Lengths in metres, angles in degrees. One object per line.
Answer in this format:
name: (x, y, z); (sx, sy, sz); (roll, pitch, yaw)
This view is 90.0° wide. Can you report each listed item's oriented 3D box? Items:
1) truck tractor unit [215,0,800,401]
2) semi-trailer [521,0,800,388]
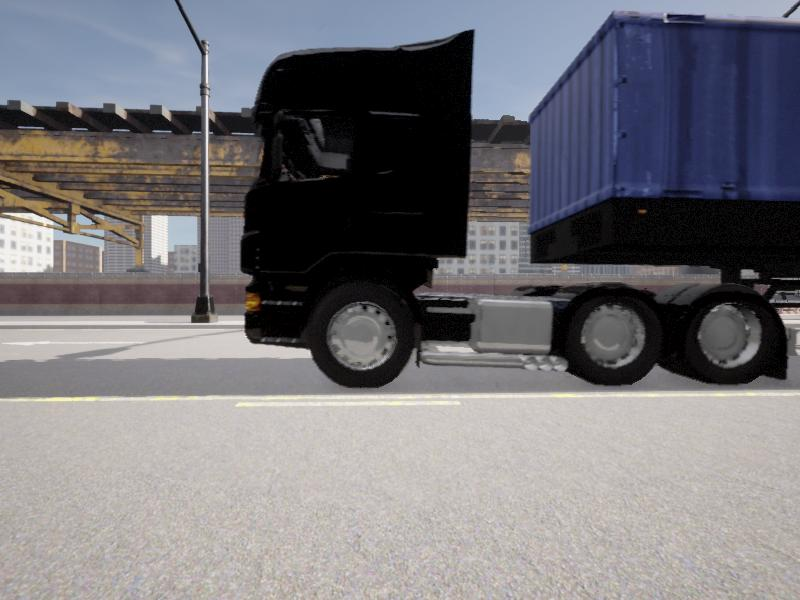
truck tractor unit: (1.393, -1.139, 5.638); (6.516, 4.208, 3.053); (0, 2, -2)
semi-trailer: (9.315, -1.229, 6.011); (14.254, 4.402, 2.717); (0, 0, -3)
